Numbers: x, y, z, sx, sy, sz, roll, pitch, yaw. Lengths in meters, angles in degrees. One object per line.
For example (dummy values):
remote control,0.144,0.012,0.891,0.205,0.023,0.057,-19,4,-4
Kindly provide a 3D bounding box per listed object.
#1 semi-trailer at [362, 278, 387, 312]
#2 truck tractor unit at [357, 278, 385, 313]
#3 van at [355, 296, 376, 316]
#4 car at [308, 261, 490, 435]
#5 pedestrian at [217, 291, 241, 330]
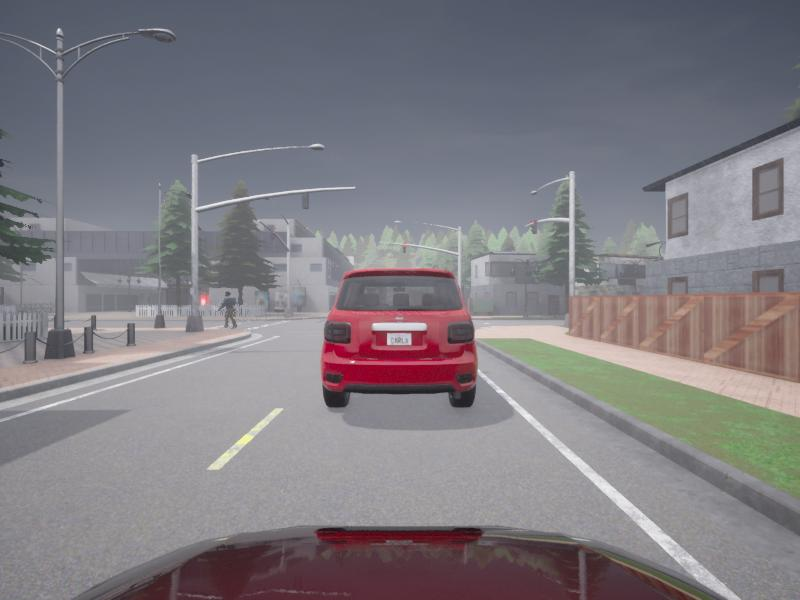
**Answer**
semi-trailer,-3.525,-0.618,59.051,2.717,4.402,14.254,0,0,0
truck tractor unit,-3.568,-0.516,51.138,3.053,4.208,6.516,0,0,0
van,-3.563,0.598,41.974,1.775,1.987,4.442,0,0,0
car,-0.013,0.568,7.496,2.150,2.045,5.566,0,0,0
pedestrian,-8.246,0.492,19.299,0.751,1.860,0.751,0,0,16
